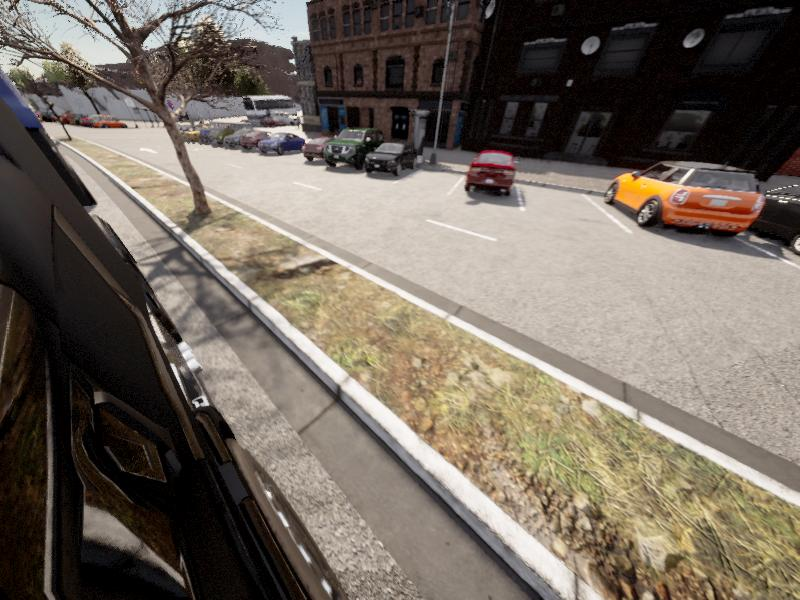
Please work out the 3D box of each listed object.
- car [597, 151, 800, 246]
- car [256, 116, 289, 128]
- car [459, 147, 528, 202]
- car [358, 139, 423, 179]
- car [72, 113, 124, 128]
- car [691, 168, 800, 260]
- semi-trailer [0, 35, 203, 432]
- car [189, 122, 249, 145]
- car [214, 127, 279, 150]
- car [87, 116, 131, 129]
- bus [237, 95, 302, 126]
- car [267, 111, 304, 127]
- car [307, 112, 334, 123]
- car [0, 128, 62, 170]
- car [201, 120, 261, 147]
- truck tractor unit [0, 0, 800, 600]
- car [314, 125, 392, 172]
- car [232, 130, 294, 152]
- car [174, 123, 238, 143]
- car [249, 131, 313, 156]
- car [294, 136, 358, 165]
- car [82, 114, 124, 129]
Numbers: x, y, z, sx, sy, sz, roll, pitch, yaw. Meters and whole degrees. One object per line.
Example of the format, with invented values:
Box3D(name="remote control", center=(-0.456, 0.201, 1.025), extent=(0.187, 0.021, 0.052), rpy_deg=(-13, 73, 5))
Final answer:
Box3D(name="car", center=(8.884, -3.621, 7.547), extent=(2.185, 1.767, 4.553), rpy_deg=(14, 38, 15))
Box3D(name="car", center=(-23.382, -32.735, 42.482), extent=(4.674, 1.452, 2.002), rpy_deg=(9, 43, 7))
Box3D(name="car", center=(4.290, -6.019, 10.666), extent=(2.097, 1.535, 5.008), rpy_deg=(14, 37, 14))
Box3D(name="car", center=(-0.342, -8.478, 13.657), extent=(2.097, 1.535, 5.008), rpy_deg=(14, 37, 14))
Box3D(name="car", center=(-60.605, -36.052, 46.571), extent=(2.435, 2.045, 5.566), rpy_deg=(9, 37, 7))
Box3D(name="car", center=(11.169, -2.271, 6.100), extent=(2.231, 1.521, 4.892), rpy_deg=(15, 38, 15))
Box3D(name="semi-trailer", center=(-8.757, -3.562, 4.171), extent=(14.254, 4.402, 2.717), rpy_deg=(27, 43, 29))
Box3D(name="car", center=(-19.356, -18.096, 25.083), extent=(2.185, 1.767, 4.553), rpy_deg=(12, 37, 11))
Box3D(name="car", center=(-14.546, -15.654, 22.339), extent=(2.231, 1.521, 4.892), rpy_deg=(13, 37, 12))
Box3D(name="car", center=(-55.486, -33.904, 44.251), extent=(2.185, 1.767, 4.553), rpy_deg=(9, 37, 8))
Box3D(name="bus", center=(-25.583, -38.265, 46.412), extent=(3.944, 4.253, 10.273), rpy_deg=(22, 46, 21))
Box3D(name="car", center=(-21.784, -34.672, 44.208), extent=(5.566, 2.045, 2.435), rpy_deg=(9, 43, 7))
Box3D(name="car", center=(-17.114, -39.661, 50.151), extent=(4.892, 1.521, 2.231), rpy_deg=(9, 43, 7))
Box3D(name="car", center=(-19.058, -7.575, 11.430), extent=(4.181, 1.385, 1.994), rpy_deg=(26, 43, 28))
Box3D(name="car", center=(-16.976, -16.936, 23.515), extent=(1.878, 1.987, 4.442), rpy_deg=(12, 37, 12))
Box3D(name="truck tractor unit", center=(-2.645, -0.295, 0.351), extent=(6.516, 4.208, 3.053), rpy_deg=(28, 44, 30))
Box3D(name="car", center=(-2.679, -9.878, 14.958), extent=(2.435, 2.045, 5.566), rpy_deg=(14, 37, 13))
Box3D(name="car", center=(-12.163, -14.443, 20.937), extent=(2.002, 1.452, 4.674), rpy_deg=(12, 37, 13))
Box3D(name="car", center=(-21.851, -19.026, 26.368), extent=(1.946, 1.575, 5.366), rpy_deg=(12, 37, 11))
Box3D(name="car", center=(-9.772, -13.261, 19.511), extent=(2.002, 1.452, 4.674), rpy_deg=(13, 37, 13))
Box3D(name="car", center=(-5.044, -10.869, 16.616), extent=(2.002, 1.452, 4.674), rpy_deg=(13, 37, 13))
Box3D(name="car", center=(-58.055, -34.963, 45.327), extent=(1.878, 1.987, 4.442), rpy_deg=(9, 37, 7))
